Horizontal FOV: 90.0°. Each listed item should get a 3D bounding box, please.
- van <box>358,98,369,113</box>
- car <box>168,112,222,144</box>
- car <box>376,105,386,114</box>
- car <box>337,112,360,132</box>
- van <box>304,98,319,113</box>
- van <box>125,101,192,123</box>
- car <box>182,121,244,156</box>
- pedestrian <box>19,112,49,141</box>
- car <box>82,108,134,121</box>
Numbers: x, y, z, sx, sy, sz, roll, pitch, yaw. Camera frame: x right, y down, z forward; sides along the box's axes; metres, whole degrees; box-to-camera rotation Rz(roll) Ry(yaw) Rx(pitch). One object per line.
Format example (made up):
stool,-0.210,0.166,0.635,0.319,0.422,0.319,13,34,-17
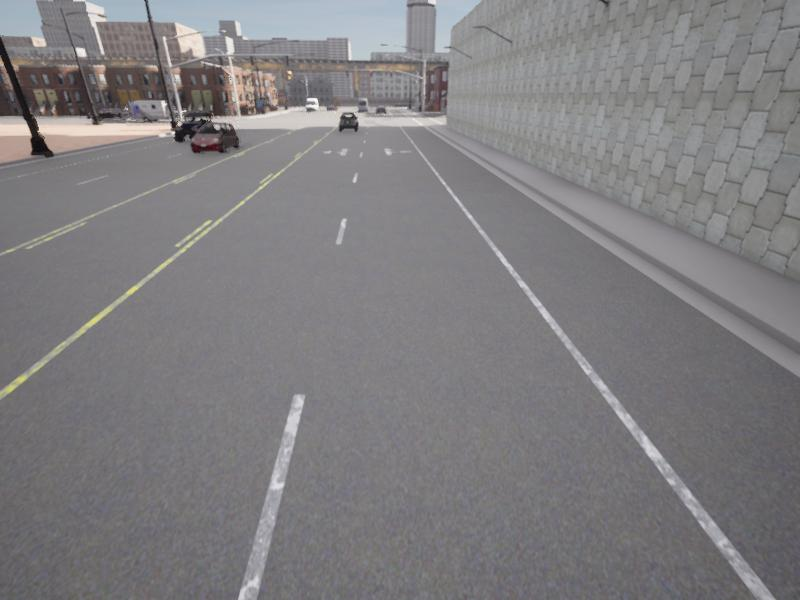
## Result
van,-7.533,-40.065,82.351,1.988,2.561,5.915,-1,27,-2
car,-14.886,-12.618,29.271,1.905,1.878,3.866,-1,27,-3
car,-3.614,-36.204,76.007,1.812,1.442,4.674,-1,27,-3
car,-4.937,-17.255,38.703,1.851,1.617,3.988,-1,27,-3
van,-18.022,-39.902,81.994,1.988,2.561,5.915,-1,27,-3
van,-29.979,-23.508,49.959,6.366,2.431,2.351,-1,27,-3
car,-11.035,-9.732,23.944,1.851,1.617,3.988,-1,27,-2
pedestrian,-26.088,-12.377,28.529,0.751,1.860,0.751,6,28,11
car,-38.537,-24.490,52.861,4.902,1.511,2.128,-1,27,-3
